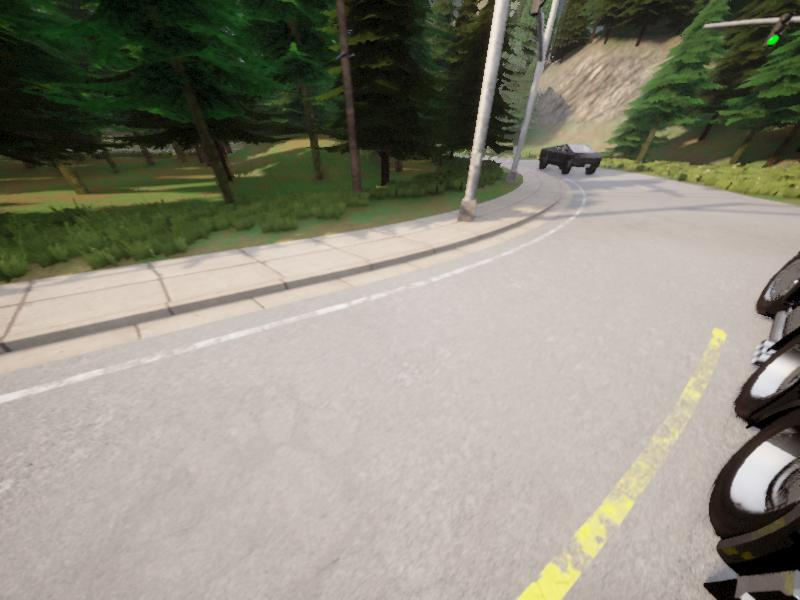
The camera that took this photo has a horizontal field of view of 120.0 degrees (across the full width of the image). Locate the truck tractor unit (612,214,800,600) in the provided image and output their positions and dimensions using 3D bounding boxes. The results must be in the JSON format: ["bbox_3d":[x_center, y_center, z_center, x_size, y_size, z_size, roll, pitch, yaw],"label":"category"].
[{"bbox_3d":[5.024,-0.378,0.901,6.516,4.208,3.053,-22,40,-28],"label":"truck tractor unit"}]

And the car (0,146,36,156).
[{"bbox_3d":[-60.083,-22.682,35.143,4.718,1.301,1.895,-18,39,-24],"label":"car"}]

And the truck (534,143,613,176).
[{"bbox_3d":[14.634,-12.398,20.183,2.390,2.098,6.274,2,35,2],"label":"truck"}]
